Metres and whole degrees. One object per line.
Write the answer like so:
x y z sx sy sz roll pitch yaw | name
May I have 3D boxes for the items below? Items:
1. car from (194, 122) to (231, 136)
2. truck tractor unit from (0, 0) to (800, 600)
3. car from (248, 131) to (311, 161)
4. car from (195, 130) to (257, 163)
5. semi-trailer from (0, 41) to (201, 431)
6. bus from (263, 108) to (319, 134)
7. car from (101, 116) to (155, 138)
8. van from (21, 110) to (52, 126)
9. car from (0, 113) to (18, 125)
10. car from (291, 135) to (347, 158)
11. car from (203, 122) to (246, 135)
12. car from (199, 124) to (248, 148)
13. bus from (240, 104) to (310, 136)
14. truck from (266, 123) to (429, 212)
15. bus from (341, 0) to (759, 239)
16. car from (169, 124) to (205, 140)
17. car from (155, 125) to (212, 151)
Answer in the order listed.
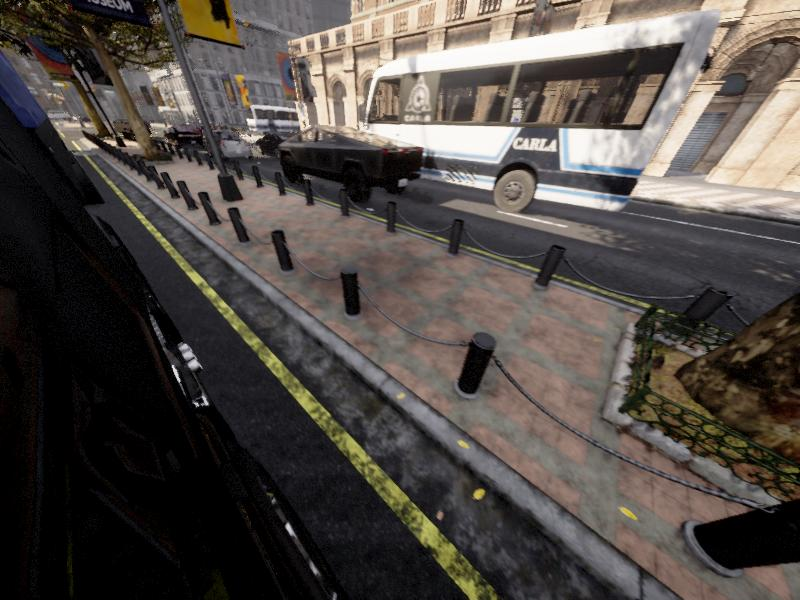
-28.532 -26.048 35.232 1.789 1.549 3.705 28 44 30 | car
-2.645 -0.295 0.351 6.516 4.208 3.053 28 44 30 | truck tractor unit
-9.047 -11.611 17.291 4.892 1.490 1.837 28 44 29 | car
-11.430 -10.157 15.172 3.633 1.501 1.845 28 44 30 | car
-8.681 -3.621 4.240 14.254 4.402 2.717 28 44 30 | semi-trailer
-24.019 -39.984 51.824 3.944 4.253 10.273 28 44 30 | bus
-31.513 -20.070 26.821 4.605 1.855 1.932 17 38 17 | car
-61.720 -30.964 39.288 4.480 2.038 2.069 28 44 30 | van
-64.451 -29.432 37.574 4.674 1.442 1.812 28 44 30 | car
-6.800 -12.881 19.277 4.718 1.301 1.895 28 44 30 | car
-29.417 -28.852 38.890 1.801 1.575 5.366 30 45 32 | car
-17.259 -16.055 22.578 4.856 1.649 2.033 28 44 30 | car
-23.302 -34.130 44.075 3.944 4.253 10.273 28 44 30 | bus
-2.243 -5.480 9.051 6.274 2.098 2.390 28 44 30 | truck
2.959 -6.222 8.565 10.273 4.253 3.944 27 43 30 | bus
-26.258 -20.756 28.487 4.181 1.385 1.994 28 44 30 | car
-18.620 -13.988 19.837 4.902 1.511 2.128 28 44 30 | car
